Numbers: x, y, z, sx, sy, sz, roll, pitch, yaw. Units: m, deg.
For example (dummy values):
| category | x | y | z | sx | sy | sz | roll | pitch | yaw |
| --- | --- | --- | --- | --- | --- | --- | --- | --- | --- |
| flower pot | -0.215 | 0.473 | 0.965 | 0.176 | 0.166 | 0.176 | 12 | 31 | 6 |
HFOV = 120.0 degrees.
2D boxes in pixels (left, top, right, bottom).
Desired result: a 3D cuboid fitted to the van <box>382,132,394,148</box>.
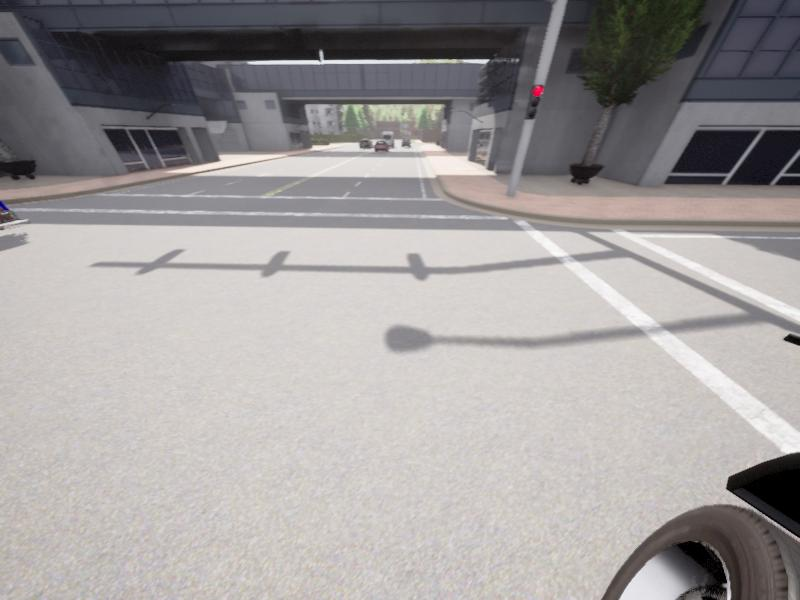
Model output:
| category | x | y | z | sx | sy | sz | roll | pitch | yaw |
| --- | --- | --- | --- | --- | --- | --- | --- | --- | --- |
| van | -2.324 | -32.073 | 46.220 | 1.988 | 2.561 | 5.915 | 1 | 36 | 2 |

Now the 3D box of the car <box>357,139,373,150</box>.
| category | x | y | z | sx | sy | sz | roll | pitch | yaw |
| --- | --- | --- | --- | --- | --- | --- | --- | --- | --- |
| car | -6.114 | -27.735 | 41.070 | 1.837 | 1.490 | 4.892 | 1 | 36 | 2 |

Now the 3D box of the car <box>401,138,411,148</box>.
| category | x | y | z | sx | sy | sz | roll | pitch | yaw |
| --- | --- | --- | --- | --- | --- | --- | --- | --- | --- |
| car | 1.185 | -30.964 | 45.490 | 1.851 | 1.617 | 3.988 | 3 | 36 | 3 |

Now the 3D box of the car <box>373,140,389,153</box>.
| category | x | y | z | sx | sy | sz | roll | pitch | yaw |
| --- | --- | --- | --- | --- | --- | --- | --- | --- | --- |
| car | -2.803 | -23.510 | 35.320 | 1.994 | 1.385 | 4.181 | 1 | 36 | 1 |

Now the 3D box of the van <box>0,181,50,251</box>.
| category | x | y | z | sx | sy | sz | roll | pitch | yaw |
| --- | --- | --- | --- | --- | --- | --- | --- | --- | --- |
| van | -12.521 | -2.051 | 4.559 | 6.366 | 2.431 | 2.351 | 1 | 36 | 1 |
